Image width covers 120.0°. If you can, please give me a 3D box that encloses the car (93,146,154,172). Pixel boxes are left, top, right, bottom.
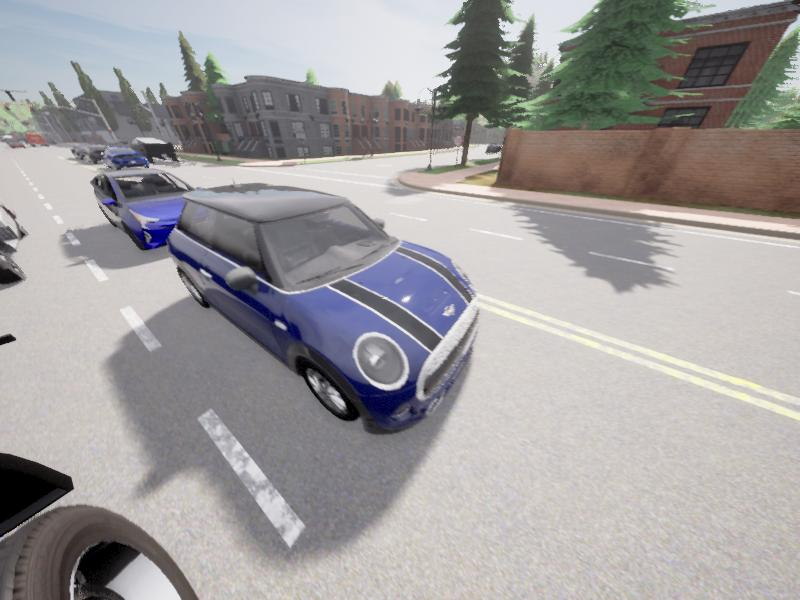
[{"bbox_3d":[-22.546,-11.562,18.829,5.008,1.535,1.882,22,41,28],"label":"car"}]

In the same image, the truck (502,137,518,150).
[{"bbox_3d":[25.909,-37.029,54.508,2.627,2.467,5.204,14,38,19],"label":"truck"}]

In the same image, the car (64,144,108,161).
[{"bbox_3d":[-36.331,-17.107,26.723,5.357,1.411,2.033,22,41,28],"label":"car"}]

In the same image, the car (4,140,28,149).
[{"bbox_3d":[-76.980,-31.237,46.327,3.633,1.501,1.845,22,41,28],"label":"car"}]

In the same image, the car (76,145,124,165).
[{"bbox_3d":[-30.074,-14.603,23.128,4.892,1.490,1.837,22,41,28],"label":"car"}]

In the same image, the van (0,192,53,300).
[{"bbox_3d":[-9.660,-1.771,4.249,6.366,2.431,2.351,22,41,28],"label":"van"}]

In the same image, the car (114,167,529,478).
[{"bbox_3d":[-1.217,-0.540,3.116,4.553,1.767,2.097,22,41,28],"label":"car"}]

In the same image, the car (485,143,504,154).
[{"bbox_3d":[16.218,-26.080,39.743,1.816,1.474,4.193,20,40,26],"label":"car"}]

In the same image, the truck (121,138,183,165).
[{"bbox_3d":[-25.809,-15.577,24.020,6.274,2.098,2.390,22,41,28],"label":"truck"}]

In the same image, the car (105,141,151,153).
[{"bbox_3d":[-45.474,-25.665,38.752,2.007,1.525,4.514,22,40,27],"label":"car"}]

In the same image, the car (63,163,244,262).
[{"bbox_3d":[-6.736,-2.674,6.337,4.514,1.525,2.007,22,41,28],"label":"car"}]
